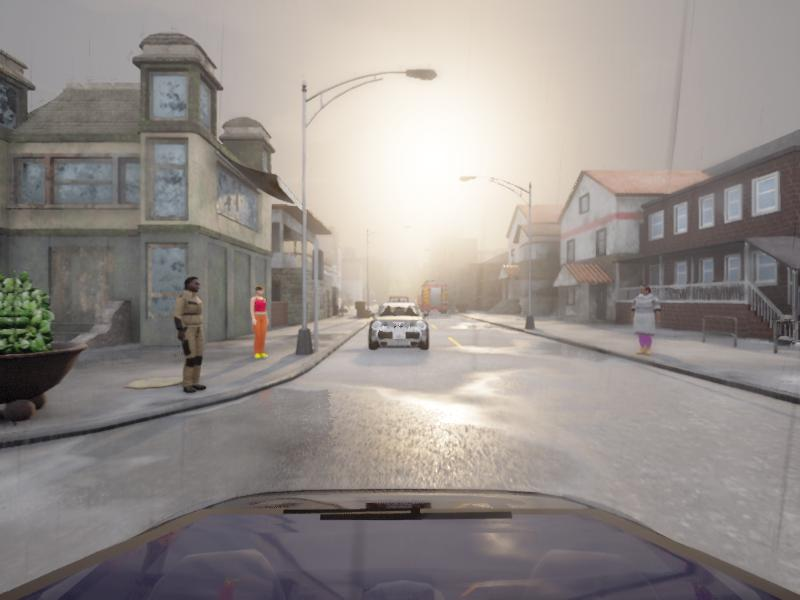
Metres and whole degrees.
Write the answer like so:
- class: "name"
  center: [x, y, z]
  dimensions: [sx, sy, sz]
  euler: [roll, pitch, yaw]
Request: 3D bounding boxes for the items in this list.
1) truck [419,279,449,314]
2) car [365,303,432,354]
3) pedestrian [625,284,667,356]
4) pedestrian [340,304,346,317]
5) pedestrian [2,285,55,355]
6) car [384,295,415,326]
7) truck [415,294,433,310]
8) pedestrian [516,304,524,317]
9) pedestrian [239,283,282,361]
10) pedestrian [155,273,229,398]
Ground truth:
- class: "truck"
  center: [3.916, -0.345, 48.124]
  dimensions: [2.891, 3.827, 8.468]
  euler: [0, 0, 0]
- class: "car"
  center: [-0.033, 0.846, 13.640]
  dimensions: [1.970, 1.475, 3.806]
  euler: [0, 0, 0]
- class: "pedestrian"
  center: [6.658, 0.528, 10.847]
  dimensions: [0.751, 1.860, 0.751]
  euler: [0, 0, -37]
- class: "pedestrian"
  center: [-4.853, 0.895, 33.970]
  dimensions: [0.500, 1.100, 0.500]
  euler: [0, 0, -3]
- class: "pedestrian"
  center: [-10.197, 0.541, 11.010]
  dimensions: [0.751, 1.860, 0.751]
  euler: [0, 0, -3]
- class: "car"
  center: [-0.056, 0.632, 26.359]
  dimensions: [1.905, 1.878, 3.866]
  euler: [0, 0, -1]
- class: "truck"
  center: [3.876, 0.322, 64.907]
  dimensions: [2.627, 2.467, 5.204]
  euler: [0, 0, 0]
- class: "pedestrian"
  center: [10.229, 0.922, 34.189]
  dimensions: [0.500, 1.100, 0.500]
  euler: [0, 0, -8]
- class: "pedestrian"
  center: [-3.516, 0.529, 10.070]
  dimensions: [0.751, 1.860, 0.751]
  euler: [0, 0, 41]
- class: "pedestrian"
  center: [-3.326, 0.530, 6.434]
  dimensions: [0.751, 1.860, 0.751]
  euler: [0, 0, 17]
